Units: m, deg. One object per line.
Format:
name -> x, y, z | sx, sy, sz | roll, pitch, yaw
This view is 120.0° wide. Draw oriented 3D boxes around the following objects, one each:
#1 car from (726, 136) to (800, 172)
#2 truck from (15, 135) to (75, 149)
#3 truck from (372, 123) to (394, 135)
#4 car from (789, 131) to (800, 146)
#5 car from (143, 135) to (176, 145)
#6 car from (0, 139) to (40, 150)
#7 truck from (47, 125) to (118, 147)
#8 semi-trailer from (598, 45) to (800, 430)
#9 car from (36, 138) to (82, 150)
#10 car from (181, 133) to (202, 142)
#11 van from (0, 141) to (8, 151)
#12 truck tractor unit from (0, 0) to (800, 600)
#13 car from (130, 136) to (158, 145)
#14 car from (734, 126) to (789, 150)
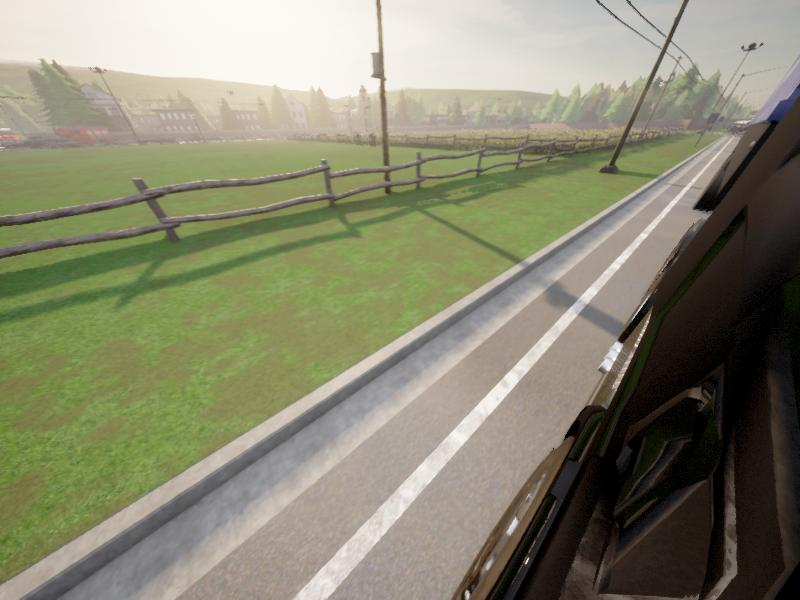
car -> 20.835, -8.470, 13.207 | 4.181, 1.385, 1.994 | -27, 44, -30
truck -> -73.654, -32.963, 48.149 | 6.274, 2.098, 2.390 | -27, 44, -30
truck -> -6.566, -67.898, 91.591 | 8.468, 3.827, 2.891 | -27, 44, -30
car -> 41.337, -16.363, 23.059 | 3.633, 1.501, 1.845 | -27, 44, -30
car -> -57.379, -38.360, 55.299 | 5.238, 1.638, 1.930 | -27, 44, -30
car -> -82.658, -33.499, 49.766 | 5.027, 1.651, 2.152 | -27, 44, -30
truck -> -71.701, -37.384, 52.572 | 8.468, 3.827, 2.891 | -27, 44, -30
semi-trailer -> 8.732, -3.497, 4.317 | 14.254, 4.402, 2.717 | -27, 44, -31
car -> -66.868, -30.755, 45.468 | 4.611, 1.667, 2.242 | -27, 44, -30
car -> -58.886, -45.844, 65.183 | 3.866, 1.878, 1.905 | -27, 44, -30
van -> -76.997, -28.509, 42.333 | 4.480, 2.038, 2.069 | -27, 44, -30
truck tractor unit -> 2.645, -0.295, 0.351 | 6.516, 4.208, 3.053 | -28, 44, -30
car -> -61.918, -38.699, 56.016 | 4.193, 1.474, 1.816 | -27, 44, -30
car -> 34.307, -15.510, 22.042 | 5.027, 1.651, 2.152 | -27, 44, -31
